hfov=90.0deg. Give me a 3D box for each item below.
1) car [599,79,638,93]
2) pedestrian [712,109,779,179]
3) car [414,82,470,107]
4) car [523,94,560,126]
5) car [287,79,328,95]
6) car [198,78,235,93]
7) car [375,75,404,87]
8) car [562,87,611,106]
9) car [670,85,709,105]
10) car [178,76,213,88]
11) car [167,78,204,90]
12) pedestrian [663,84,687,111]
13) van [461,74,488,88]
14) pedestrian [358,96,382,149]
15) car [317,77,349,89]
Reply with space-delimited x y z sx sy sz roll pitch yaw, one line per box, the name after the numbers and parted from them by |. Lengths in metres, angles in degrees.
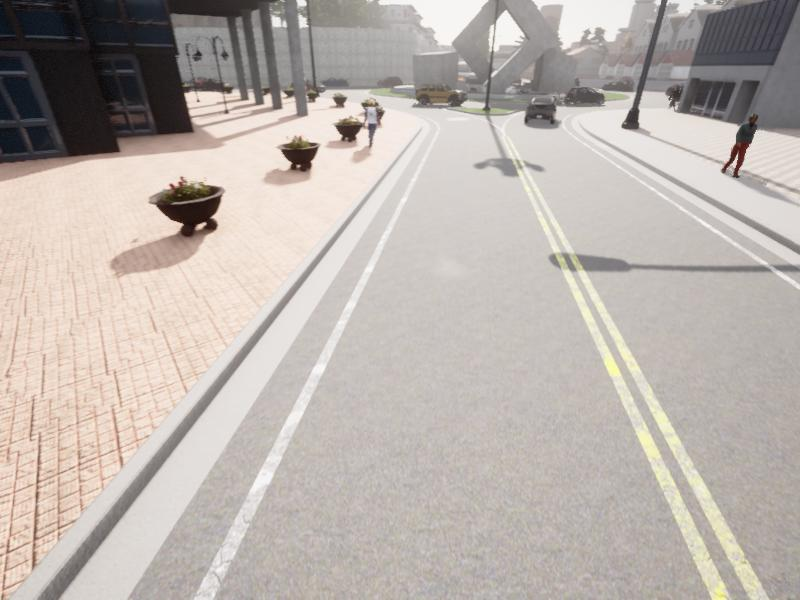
34.399 -33.775 63.041 2.242 1.667 4.611 -20 36 -31 | car
10.343 -4.693 12.059 0.751 1.860 0.751 8 31 12 | pedestrian
3.728 -18.601 36.193 4.605 1.855 1.932 12 32 21 | car
9.332 -12.552 26.254 1.837 1.490 4.892 11 32 17 | car
-12.355 -28.480 53.464 5.027 1.651 2.152 18 34 27 | car
-24.700 -28.946 53.896 3.988 1.617 1.851 7 31 12 | car
-1.857 -38.497 70.381 4.553 1.767 2.097 -18 35 -29 | car
17.809 -19.536 38.338 3.633 1.501 1.845 -6 31 -11 | car
30.312 -21.514 41.809 1.930 1.638 5.238 26 39 37 | car
-33.056 -35.327 64.815 4.514 1.525 2.007 5 31 8 | car
-31.110 -31.384 58.132 4.181 1.385 1.994 6 31 9 | car
21.615 -15.928 31.522 0.751 1.860 0.751 -7 31 -13 | pedestrian
13.363 -39.383 71.923 4.442 1.987 1.775 1 30 2 | van
-1.176 -7.138 16.090 0.751 1.860 0.751 5 30 7 | pedestrian
-11.148 -36.340 66.986 5.027 1.651 2.152 -6 31 -11 | car
